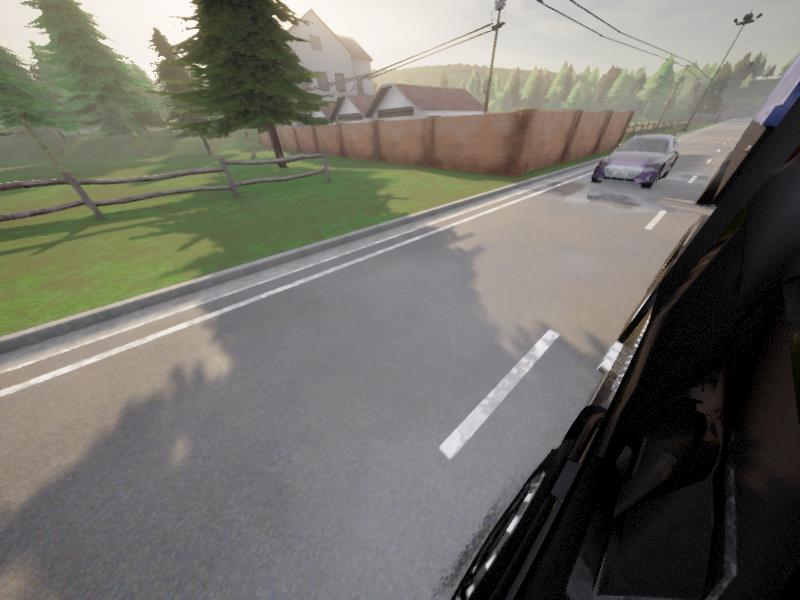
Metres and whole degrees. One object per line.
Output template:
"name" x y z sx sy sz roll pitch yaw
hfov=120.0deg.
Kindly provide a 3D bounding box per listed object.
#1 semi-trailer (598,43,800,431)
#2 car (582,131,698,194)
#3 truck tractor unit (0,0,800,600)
"semi-trailer" 8.698 -3.588 4.253 14.254 4.402 2.717 -28 44 -30
"car" 9.929 -5.843 9.524 4.856 1.649 2.033 -28 44 -30
"truck tractor unit" 2.645 -0.295 0.351 6.516 4.208 3.053 -28 44 -30
